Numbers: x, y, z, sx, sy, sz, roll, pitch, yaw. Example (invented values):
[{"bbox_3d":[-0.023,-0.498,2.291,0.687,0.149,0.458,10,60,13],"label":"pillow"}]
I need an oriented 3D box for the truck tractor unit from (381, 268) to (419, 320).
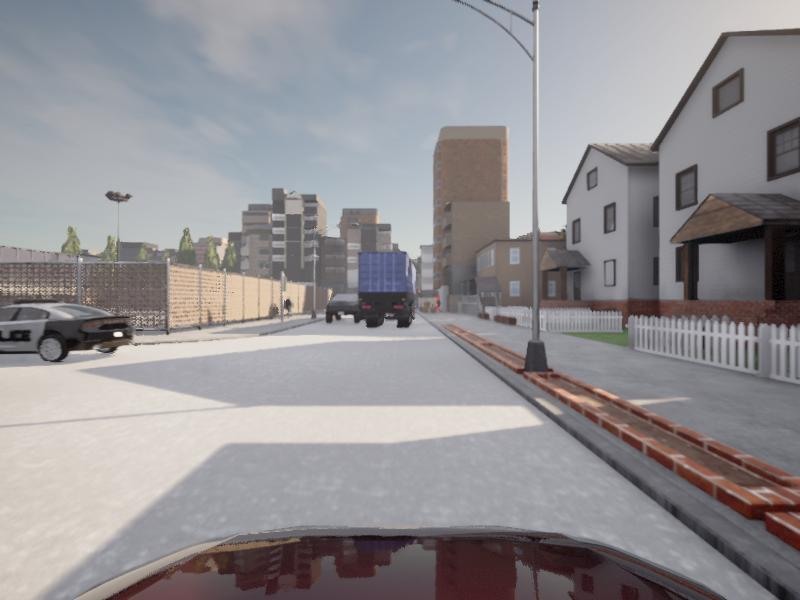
[{"bbox_3d":[0.008,-0.497,35.402,3.053,4.208,6.516,0,0,0],"label":"truck tractor unit"}]

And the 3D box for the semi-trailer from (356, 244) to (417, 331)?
[{"bbox_3d":[-0.415,-0.600,27.506,2.717,4.402,14.254,0,0,4],"label":"semi-trailer"}]

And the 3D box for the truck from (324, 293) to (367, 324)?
[{"bbox_3d":[-3.982,0.562,30.278,2.390,2.098,6.274,0,0,0],"label":"truck"}]

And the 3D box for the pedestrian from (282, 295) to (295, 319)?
[{"bbox_3d":[-8.756,0.553,31.352,0.751,1.860,0.751,0,0,10],"label":"pedestrian"}]

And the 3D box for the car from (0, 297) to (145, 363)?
[{"bbox_3d":[-10.264,0.779,11.134,5.238,1.638,1.930,-1,0,5],"label":"car"}]
